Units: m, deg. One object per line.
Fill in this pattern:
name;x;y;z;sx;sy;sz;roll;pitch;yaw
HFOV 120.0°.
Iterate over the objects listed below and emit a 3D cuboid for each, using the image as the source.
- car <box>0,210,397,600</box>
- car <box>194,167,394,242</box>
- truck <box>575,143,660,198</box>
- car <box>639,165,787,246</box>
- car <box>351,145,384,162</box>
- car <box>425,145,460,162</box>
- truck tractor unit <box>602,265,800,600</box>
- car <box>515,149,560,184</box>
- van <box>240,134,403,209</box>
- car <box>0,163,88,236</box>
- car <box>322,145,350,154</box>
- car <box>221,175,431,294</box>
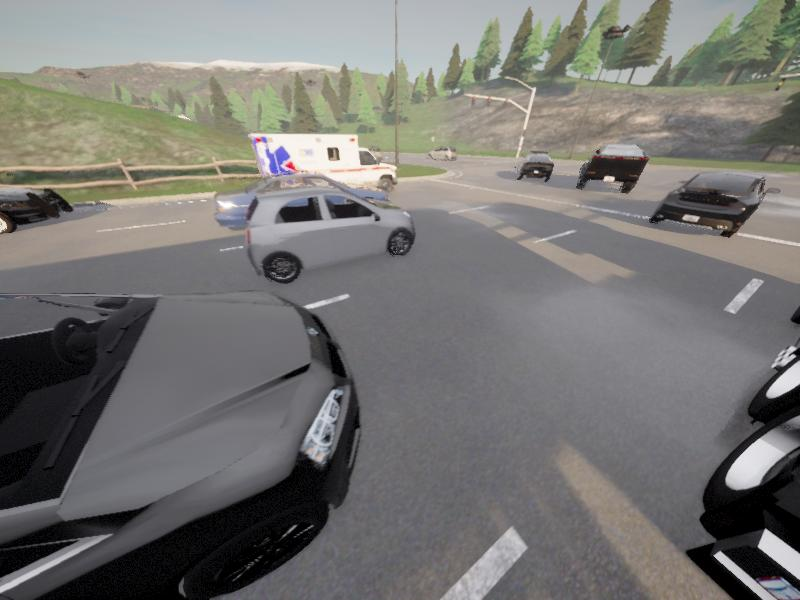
car;-2.575;0.931;1.184;4.611;1.667;2.242;-18;39;-24
car;-3.037;-3.412;7.668;5.357;1.411;2.033;-18;39;-24
truck;12.163;-7.769;13.398;2.390;2.098;6.274;22;41;27
car;10.188;-3.303;7.498;4.892;1.490;1.837;-22;41;-28
car;-4.214;-19.050;29.950;3.988;1.617;1.851;26;42;32
car;5.492;-19.176;30.185;1.851;1.617;3.988;-28;44;-34
truck tractor unit;5.118;-0.292;0.791;6.516;4.208;3.053;-18;39;-24
car;9.607;-9.710;16.572;1.930;1.638;5.238;13;37;16
van;-3.196;-6.089;10.610;6.366;2.431;2.351;-18;39;-24
car;-13.104;-2.544;6.149;5.238;1.638;1.930;-18;39;-24
car;-12.202;-28.765;44.140;4.718;1.301;1.895;13;37;17
car;-1.409;-1.693;5.087;3.633;1.501;1.845;-18;39;-24
